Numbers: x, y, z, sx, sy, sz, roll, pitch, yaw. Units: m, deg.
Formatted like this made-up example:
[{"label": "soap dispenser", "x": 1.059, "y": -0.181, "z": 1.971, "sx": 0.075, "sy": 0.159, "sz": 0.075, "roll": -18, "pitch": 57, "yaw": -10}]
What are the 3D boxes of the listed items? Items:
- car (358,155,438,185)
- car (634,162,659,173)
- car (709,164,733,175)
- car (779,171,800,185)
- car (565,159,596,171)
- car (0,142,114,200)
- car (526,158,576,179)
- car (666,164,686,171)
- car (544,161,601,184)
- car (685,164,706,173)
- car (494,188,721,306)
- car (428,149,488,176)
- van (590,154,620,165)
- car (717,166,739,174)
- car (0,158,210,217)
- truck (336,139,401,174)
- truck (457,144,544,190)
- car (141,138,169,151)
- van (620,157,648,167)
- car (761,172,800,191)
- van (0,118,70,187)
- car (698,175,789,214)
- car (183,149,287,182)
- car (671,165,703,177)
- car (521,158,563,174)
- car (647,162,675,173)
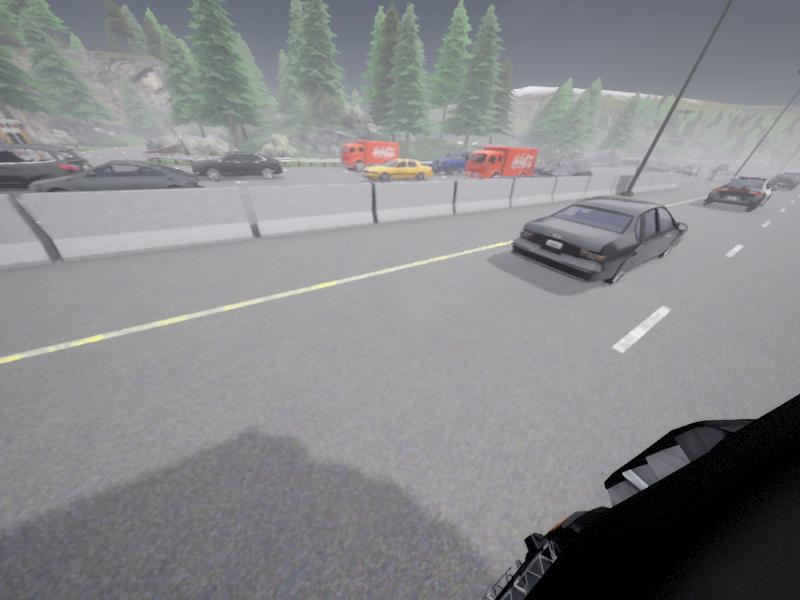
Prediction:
[{"label": "car", "x": -0.066, "y": -9.292, "z": 16.440, "sx": 5.366, "sy": 1.575, "sz": 1.801, "roll": -17, "pitch": 39, "yaw": -27}, {"label": "car", "x": 45.933, "y": -24.727, "z": 43.095, "sx": 3.633, "sy": 1.501, "sz": 1.845, "roll": -17, "pitch": 38, "yaw": -27}, {"label": "car", "x": 69.698, "y": -28.428, "z": 50.178, "sx": 3.866, "sy": 1.878, "sz": 1.905, "roll": -17, "pitch": 38, "yaw": -27}, {"label": "car", "x": 58.536, "y": -18.020, "z": 34.093, "sx": 4.514, "sy": 1.525, "sz": 2.007, "roll": -17, "pitch": 38, "yaw": -27}, {"label": "car", "x": 31.379, "y": -23.424, "z": 40.071, "sx": 4.974, "sy": 1.542, "sz": 2.038, "roll": -17, "pitch": 38, "yaw": -27}, {"label": "car", "x": -14.757, "y": -4.822, "z": 8.541, "sx": 4.611, "sy": 1.667, "sz": 2.242, "roll": -17, "pitch": 38, "yaw": -27}, {"label": "car", "x": 16.507, "y": -14.386, "z": 25.258, "sx": 4.611, "sy": 1.667, "sz": 2.242, "roll": -17, "pitch": 38, "yaw": -27}, {"label": "car", "x": 66.013, "y": -31.626, "z": 55.204, "sx": 4.718, "sy": 1.301, "sz": 1.895, "roll": -17, "pitch": 38, "yaw": -27}, {"label": "car", "x": 16.199, "y": -11.999, "z": 21.692, "sx": 4.856, "sy": 1.649, "sz": 2.033, "roll": -17, "pitch": 39, "yaw": -27}, {"label": "car", "x": 66.469, "y": -29.581, "z": 51.970, "sx": 3.988, "sy": 1.617, "sz": 1.851, "roll": -17, "pitch": 38, "yaw": -27}, {"label": "car", "x": 5.065, "y": -1.672, "z": 5.568, "sx": 5.357, "sy": 1.411, "sz": 2.033, "roll": -17, "pitch": 38, "yaw": -27}, {"label": "car", "x": 5.700, "y": -13.521, "z": 22.805, "sx": 5.566, "sy": 2.045, "sz": 2.150, "roll": -17, "pitch": 38, "yaw": -27}, {"label": "van", "x": 60.896, "y": -42.017, "z": 68.899, "sx": 1.988, "sy": 2.561, "sz": 5.915, "roll": -17, "pitch": 39, "yaw": -27}, {"label": "car", "x": 76.304, "y": -30.310, "z": 53.797, "sx": 5.366, "sy": 1.575, "sz": 1.801, "roll": -17, "pitch": 38, "yaw": -27}, {"label": "car", "x": -9.491, "y": -4.037, "z": 8.036, "sx": 4.181, "sy": 1.385, "sz": 1.994, "roll": -17, "pitch": 38, "yaw": -27}, {"label": "truck", "x": -2.843, "y": -13.363, "z": 21.534, "sx": 5.204, "sy": 2.467, "sz": 2.627, "roll": -17, "pitch": 38, "yaw": -27}, {"label": "truck", "x": 7.148, "y": -9.582, "z": 16.621, "sx": 5.204, "sy": 2.467, "sz": 2.627, "roll": -17, "pitch": 39, "yaw": -27}, {"label": "car", "x": -39.296, "y": -25.063, "z": 37.181, "sx": 2.128, "sy": 1.511, "sz": 4.902, "roll": -19, "pitch": 39, "yaw": -29}, {"label": "van", "x": 62.258, "y": -36.757, "z": 61.606, "sx": 2.069, "sy": 2.038, "sz": 4.480, "roll": -14, "pitch": 37, "yaw": -23}, {"label": "car", "x": 42.807, "y": -13.247, "z": 25.676, "sx": 4.974, "sy": 1.542, "sz": 2.038, "roll": -17, "pitch": 39, "yaw": -27}, {"label": "van", "x": -19.443, "y": -5.976, "z": 9.232, "sx": 6.366, "sy": 2.431, "sz": 2.351, "roll": -17, "pitch": 39, "yaw": -27}, {"label": "car", "x": 20.326, "y": -6.386, "z": 13.678, "sx": 4.974, "sy": 1.542, "sz": 2.038, "roll": -17, "pitch": 39, "yaw": -27}, {"label": "car", "x": -10.069, "y": -8.473, "z": 14.529, "sx": 4.892, "sy": 1.490, "sz": 1.837, "roll": -17, "pitch": 39, "yaw": -27}, {"label": "car", "x": 48.184, "y": -21.731, "z": 38.788, "sx": 4.974, "sy": 1.542, "sz": 2.038, "roll": -17, "pitch": 38, "yaw": -27}, {"label": "car", "x": 18.240, "y": -17.157, "z": 29.633, "sx": 5.366, "sy": 1.575, "sz": 1.801, "roll": -17, "pitch": 38, "yaw": -27}, {"label": "car", "x": 52.181, "y": -26.459, "z": 46.196, "sx": 4.611, "sy": 1.667, "sz": 2.242, "roll": -17, "pitch": 38, "yaw": -27}]
